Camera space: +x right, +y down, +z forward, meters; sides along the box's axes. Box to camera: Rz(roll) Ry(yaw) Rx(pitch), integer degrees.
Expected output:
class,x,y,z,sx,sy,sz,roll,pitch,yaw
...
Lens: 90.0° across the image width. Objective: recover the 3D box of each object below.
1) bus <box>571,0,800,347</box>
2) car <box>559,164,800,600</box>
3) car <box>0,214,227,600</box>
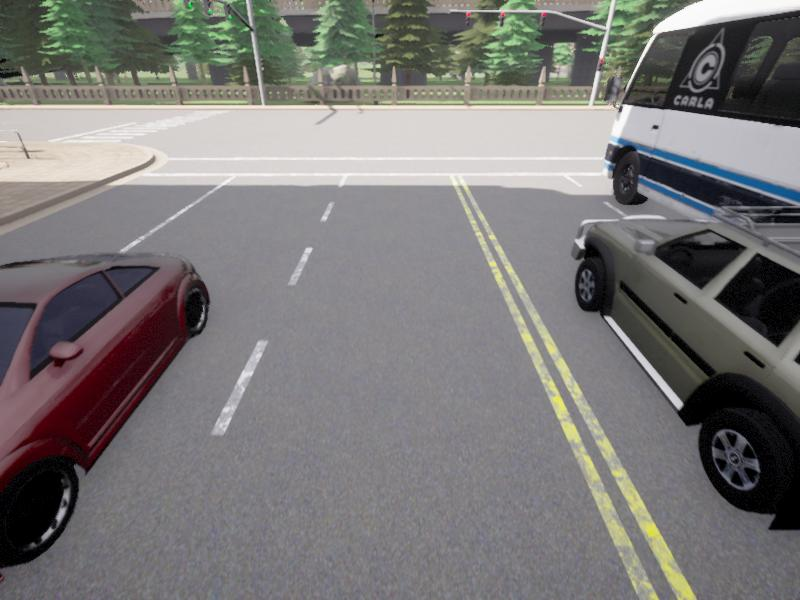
class,x,y,z,sx,sy,sz,roll,pitch,yaw
bus,6.892,-2.479,6.006,3.944,4.253,10.273,0,30,0
car,3.512,0.095,3.969,1.932,1.855,4.605,0,30,0
car,-3.517,0.543,3.707,1.994,1.385,4.181,0,30,0
